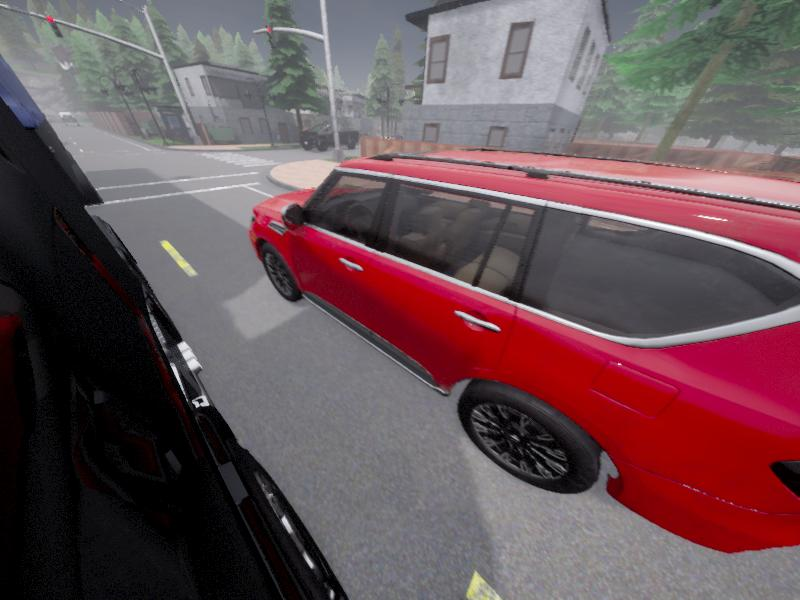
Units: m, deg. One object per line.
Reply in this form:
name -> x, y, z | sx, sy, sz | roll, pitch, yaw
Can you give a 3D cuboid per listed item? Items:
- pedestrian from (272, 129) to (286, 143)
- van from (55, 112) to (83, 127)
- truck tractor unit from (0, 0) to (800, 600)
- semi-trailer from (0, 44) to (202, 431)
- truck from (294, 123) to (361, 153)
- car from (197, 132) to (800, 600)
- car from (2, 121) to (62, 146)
pedestrian -> -13.539, -18.365, 25.891 | 0.751, 1.300, 0.751 | 24, 42, 26
van -> -61.947, -33.812, 43.221 | 4.480, 2.038, 2.069 | 28, 44, 30
truck tractor unit -> -2.645, -0.295, 0.351 | 6.516, 4.208, 3.053 | 28, 44, 30
semi-trailer -> -8.700, -3.602, 4.231 | 14.254, 4.402, 2.717 | 28, 44, 30
truck -> -6.839, -16.045, 22.837 | 2.390, 2.098, 6.274 | 22, 41, 23
car -> 0.330, -0.554, 2.696 | 5.566, 2.045, 2.150 | 28, 44, 30
car -> -29.446, -13.436, 18.609 | 4.181, 1.385, 1.994 | 28, 44, 30
